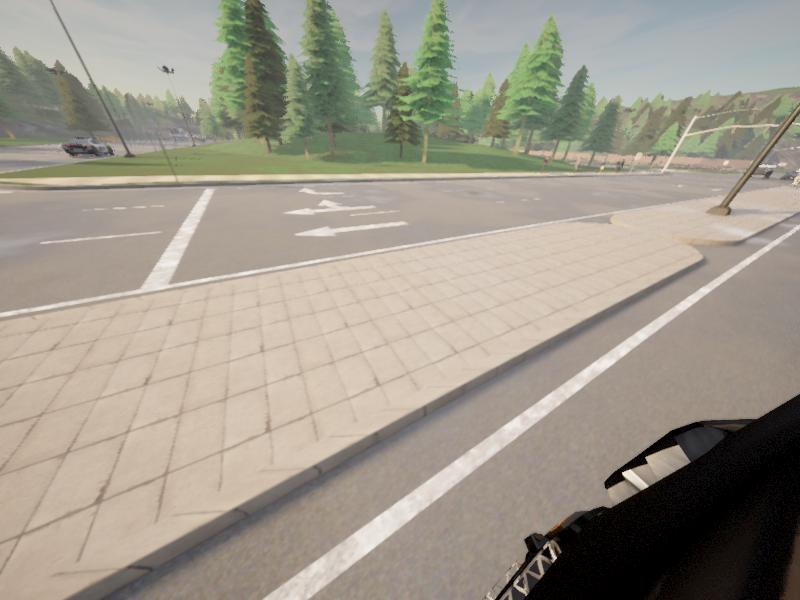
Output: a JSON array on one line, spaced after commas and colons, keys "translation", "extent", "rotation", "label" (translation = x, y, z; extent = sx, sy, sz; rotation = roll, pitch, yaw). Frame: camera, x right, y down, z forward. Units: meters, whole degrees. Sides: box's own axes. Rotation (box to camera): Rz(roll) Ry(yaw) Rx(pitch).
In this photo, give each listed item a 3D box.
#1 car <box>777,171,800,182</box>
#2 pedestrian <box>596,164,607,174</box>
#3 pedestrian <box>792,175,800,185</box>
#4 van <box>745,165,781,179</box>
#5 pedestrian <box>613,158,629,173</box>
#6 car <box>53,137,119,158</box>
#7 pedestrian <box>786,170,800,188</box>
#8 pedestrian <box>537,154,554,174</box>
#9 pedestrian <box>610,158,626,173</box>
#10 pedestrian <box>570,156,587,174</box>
[{"translation": [64.359, -20.150, 37.687], "extent": [4.181, 1.385, 1.994], "rotation": [-14, 37, -24], "label": "car"}, {"translation": [26.766, -17.414, 30.662], "extent": [0.500, 1.100, 0.500], "rotation": [-16, 38, -26], "label": "pedestrian"}, {"translation": [50.806, -15.447, 28.885], "extent": [0.751, 1.860, 0.751], "rotation": [2, 34, -1], "label": "pedestrian"}, {"translation": [63.319, -22.344, 40.308], "extent": [4.480, 2.038, 2.069], "rotation": [-14, 37, -24], "label": "van"}, {"translation": [31.773, -19.336, 33.231], "extent": [0.751, 1.860, 0.751], "rotation": [-14, 37, -24], "label": "pedestrian"}, {"translation": [-30.982, -15.311, 23.078], "extent": [2.038, 1.542, 4.974], "rotation": [-15, 37, -24], "label": "car"}, {"translation": [44.074, -13.464, 25.409], "extent": [0.751, 1.860, 0.751], "rotation": [-11, 36, -20], "label": "pedestrian"}, {"translation": [16.470, -15.409, 26.197], "extent": [0.751, 1.860, 0.751], "rotation": [-14, 37, -23], "label": "pedestrian"}, {"translation": [30.996, -19.144, 32.885], "extent": [0.751, 1.860, 0.751], "rotation": [-18, 39, -28], "label": "pedestrian"}, {"translation": [22.109, -16.783, 28.679], "extent": [0.751, 1.860, 0.751], "rotation": [-15, 38, -25], "label": "pedestrian"}]
